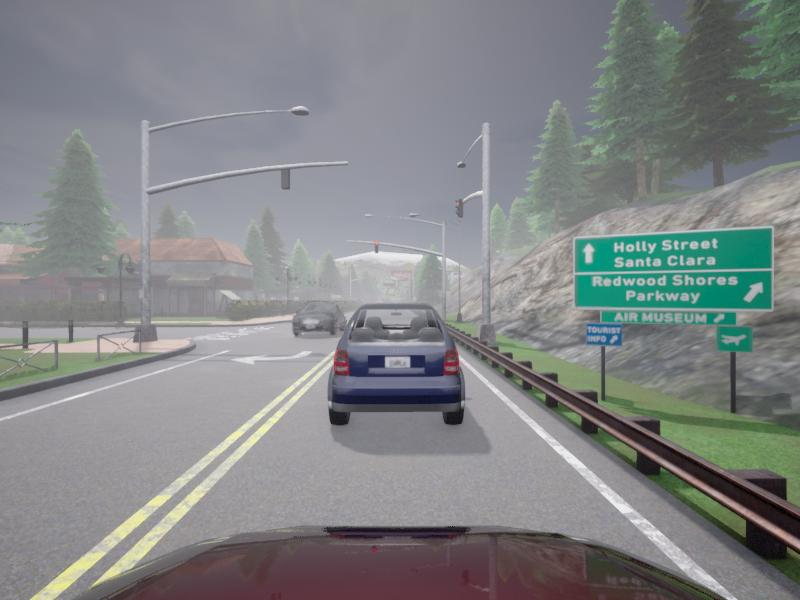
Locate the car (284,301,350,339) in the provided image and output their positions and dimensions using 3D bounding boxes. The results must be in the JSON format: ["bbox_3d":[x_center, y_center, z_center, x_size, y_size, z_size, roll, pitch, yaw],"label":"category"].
[{"bbox_3d":[-3.699,0.857,18.886,2.128,1.511,4.902,0,-1,0],"label":"car"}]

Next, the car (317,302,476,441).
[{"bbox_3d":[-0.060,0.815,6.371,1.789,1.549,3.705,0,0,-1],"label":"car"}]

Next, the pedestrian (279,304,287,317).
[{"bbox_3d":[-10.090,0.865,34.428,0.500,1.100,0.500,0,0,6],"label":"pedestrian"}]

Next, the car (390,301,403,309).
[{"bbox_3d":[-0.666,0.851,69.640,2.163,1.488,4.792,0,0,-1],"label":"car"}]

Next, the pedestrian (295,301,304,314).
[{"bbox_3d":[-10.132,0.765,40.363,0.751,1.300,0.751,0,0,2],"label":"pedestrian"}]
